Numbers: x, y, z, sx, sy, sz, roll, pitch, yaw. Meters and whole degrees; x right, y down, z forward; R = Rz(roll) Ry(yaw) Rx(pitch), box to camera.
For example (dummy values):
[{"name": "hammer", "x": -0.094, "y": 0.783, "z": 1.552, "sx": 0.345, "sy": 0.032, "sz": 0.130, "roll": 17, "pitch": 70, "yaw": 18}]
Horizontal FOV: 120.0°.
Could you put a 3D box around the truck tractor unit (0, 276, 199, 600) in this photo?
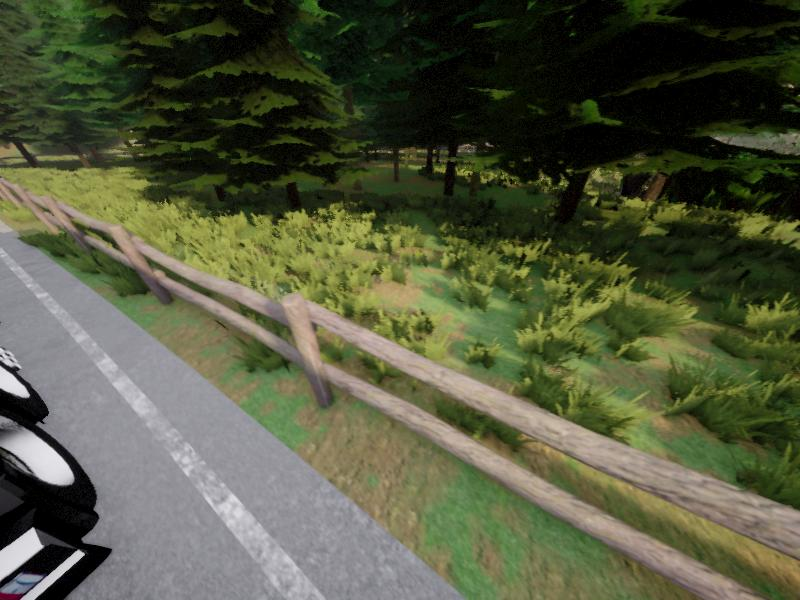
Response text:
[{"name": "truck tractor unit", "x": -5.133, "y": -0.278, "z": 0.752, "sx": 6.516, "sy": 4.208, "sz": 3.053, "roll": 17, "pitch": 39, "yaw": 23}]
